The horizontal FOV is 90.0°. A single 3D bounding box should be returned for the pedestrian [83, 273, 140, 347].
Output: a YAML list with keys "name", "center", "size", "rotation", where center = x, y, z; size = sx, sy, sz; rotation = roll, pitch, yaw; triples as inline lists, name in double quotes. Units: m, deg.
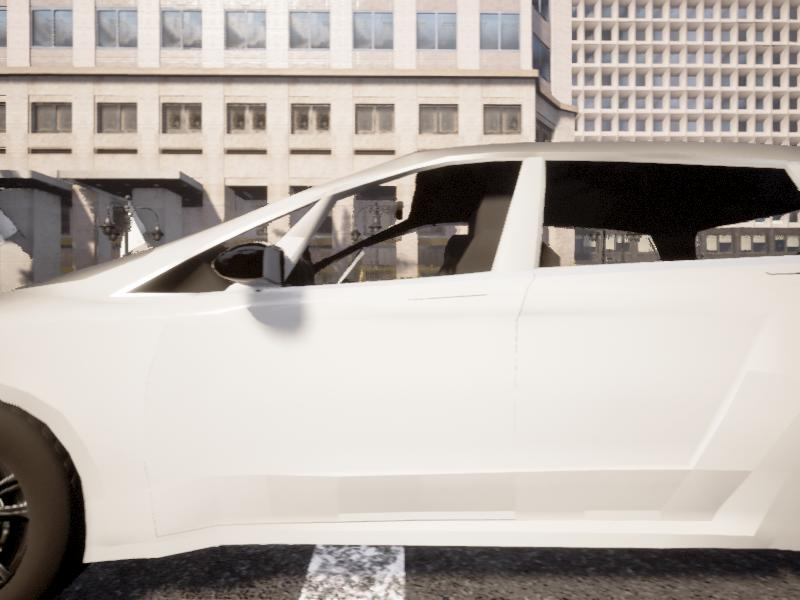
- name: "pedestrian"
  center: [-5.423, 0.172, 7.566]
  size: [0.751, 1.300, 0.751]
  rotation: [0, 0, -26]

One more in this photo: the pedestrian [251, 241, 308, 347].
- name: "pedestrian"
  center: [-2.268, -0.112, 7.548]
  size: [0.751, 1.860, 0.751]
  rotation: [0, 0, 39]

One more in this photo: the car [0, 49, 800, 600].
- name: "car"
  center: [0.203, 0.157, 2.201]
  size: [4.611, 1.667, 2.242]
  rotation: [0, 0, 0]
